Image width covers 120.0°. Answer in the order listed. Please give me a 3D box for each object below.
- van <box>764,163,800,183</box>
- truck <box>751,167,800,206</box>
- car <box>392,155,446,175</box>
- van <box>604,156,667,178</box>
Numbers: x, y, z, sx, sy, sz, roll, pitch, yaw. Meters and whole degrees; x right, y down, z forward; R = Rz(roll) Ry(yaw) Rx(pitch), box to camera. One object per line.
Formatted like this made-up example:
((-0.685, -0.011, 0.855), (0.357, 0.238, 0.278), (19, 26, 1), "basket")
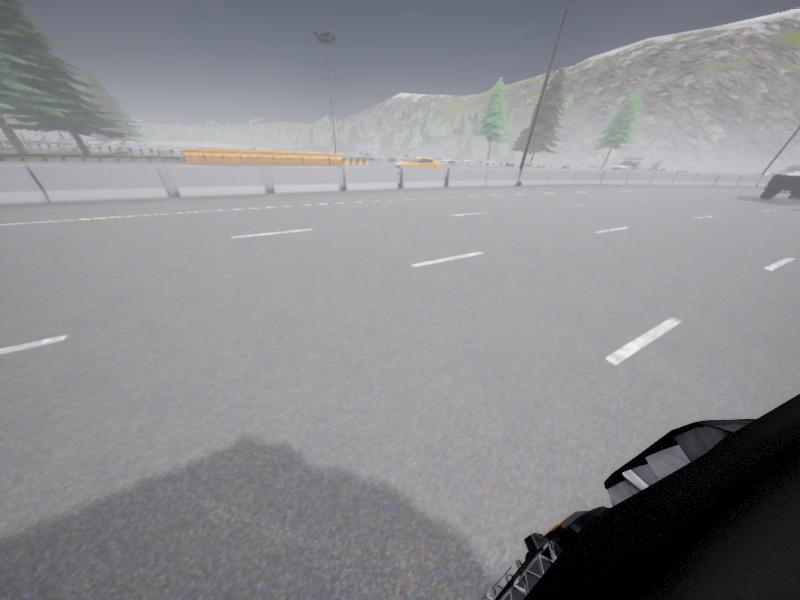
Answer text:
((62.648, -19.964, 36.418), (5.915, 2.561, 1.988), (0, 33, -4), "van")
((29.779, -8.185, 16.632), (6.274, 2.098, 2.390), (-7, 34, -15), "truck")
((1.879, -13.557, 23.274), (5.008, 1.535, 1.882), (-12, 36, -21), "car")
((32.821, -18.579, 32.310), (6.366, 2.431, 2.351), (-5, 34, -12), "van")
